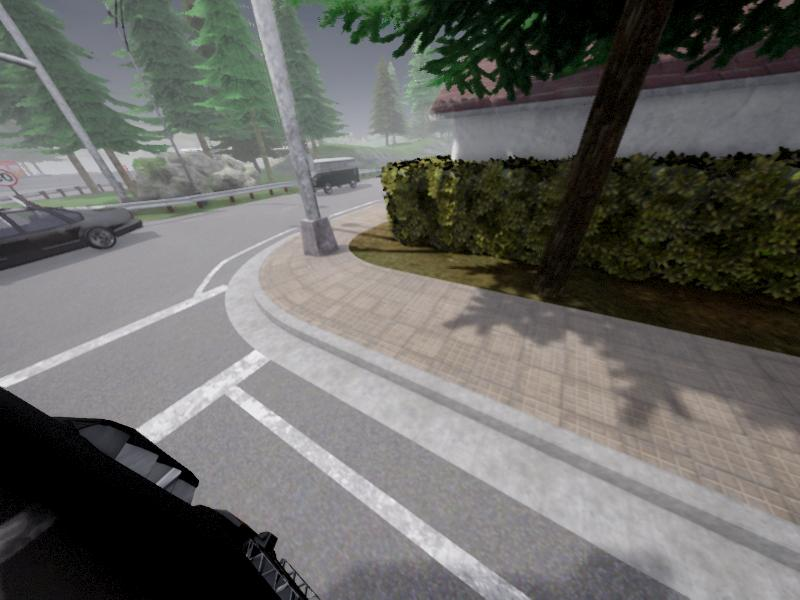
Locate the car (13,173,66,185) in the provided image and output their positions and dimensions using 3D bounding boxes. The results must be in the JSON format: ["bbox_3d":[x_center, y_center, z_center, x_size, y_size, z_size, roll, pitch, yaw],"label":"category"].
[{"bbox_3d":[-60.961,-20.519,39.164,1.895,1.301,4.718,16,38,26],"label":"car"}]

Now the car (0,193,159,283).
[{"bbox_3d":[-10.415,-1.561,6.072,2.033,1.411,5.357,5,35,12],"label":"car"}]

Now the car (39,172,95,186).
[{"bbox_3d":[-51.144,-18.686,35.599,1.895,1.301,4.718,16,38,26],"label":"car"}]

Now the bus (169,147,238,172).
[{"bbox_3d":[-43.283,-31.488,51.610,3.944,4.253,10.273,16,38,26],"label":"bus"}]

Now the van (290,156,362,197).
[{"bbox_3d":[-4.806,-8.577,15.886,1.775,1.987,4.442,16,38,26],"label":"van"}]

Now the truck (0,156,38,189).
[{"bbox_3d":[-57.888,-16.976,31.268,2.891,3.827,8.468,16,38,26],"label":"truck"}]

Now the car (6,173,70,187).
[{"bbox_3d":[-58.171,-19.478,37.270,2.033,1.411,5.357,16,38,26],"label":"car"}]

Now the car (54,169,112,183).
[{"bbox_3d":[-52.971,-20.835,38.772,1.801,1.575,5.366,16,38,26],"label":"car"}]
